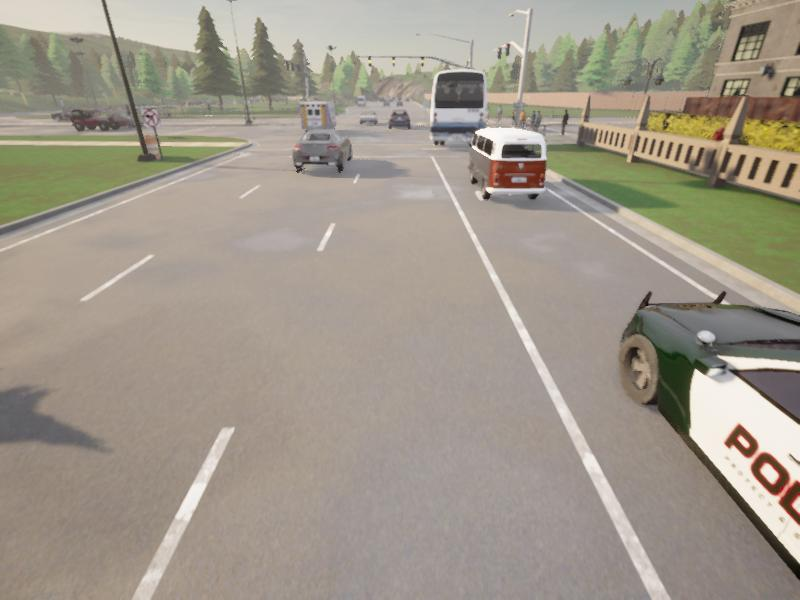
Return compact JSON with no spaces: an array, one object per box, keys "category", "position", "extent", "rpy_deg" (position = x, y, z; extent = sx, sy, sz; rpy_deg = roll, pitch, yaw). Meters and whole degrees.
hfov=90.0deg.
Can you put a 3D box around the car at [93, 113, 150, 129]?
[{"category":"car","position":[-28.422,-18.345,40.916],"extent":[4.181,1.385,1.994],"rpy_deg":[0,27,1]}]

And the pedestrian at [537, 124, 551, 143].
[{"category":"pedestrian","position":[9.324,-10.815,25.977],"extent":[0.500,1.100,0.500],"rpy_deg":[-6,28,-12]}]

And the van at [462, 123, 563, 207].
[{"category":"van","position":[3.491,-4.722,13.533],"extent":[2.069,2.038,4.480],"rpy_deg":[0,27,0]}]

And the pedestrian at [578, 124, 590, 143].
[{"category":"pedestrian","position":[11.938,-10.820,25.971],"extent":[0.500,1.100,0.500],"rpy_deg":[11,29,21]}]

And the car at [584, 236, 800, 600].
[{"category":"car","position":[3.503,1.076,2.830],"extent":[2.038,1.542,4.974],"rpy_deg":[0,27,0]}]

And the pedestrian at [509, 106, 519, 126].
[{"category":"pedestrian","position":[11.829,-19.097,41.551],"extent":[0.751,1.860,0.751],"rpy_deg":[2,27,4]}]

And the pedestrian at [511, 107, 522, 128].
[{"category":"pedestrian","position":[11.428,-17.888,39.206],"extent":[0.751,1.860,0.751],"rpy_deg":[2,27,5]}]

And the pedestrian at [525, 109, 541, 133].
[{"category":"pedestrian","position":[11.293,-15.220,34.024],"extent":[0.751,1.860,0.751],"rpy_deg":[-6,28,-11]}]

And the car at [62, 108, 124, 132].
[{"category":"car","position":[-28.816,-16.974,37.687],"extent":[3.866,1.878,1.905],"rpy_deg":[0,27,1]}]

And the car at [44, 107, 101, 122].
[{"category":"car","position":[-41.822,-23.758,51.211],"extent":[5.238,1.638,1.930],"rpy_deg":[0,27,1]}]

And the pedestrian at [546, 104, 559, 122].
[{"category":"pedestrian","position":[17.019,-20.871,44.634],"extent":[0.751,1.860,0.751],"rpy_deg":[-8,28,-14]}]

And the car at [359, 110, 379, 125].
[{"category":"car","position":[-3.531,-20.868,45.752],"extent":[1.895,1.301,4.718],"rpy_deg":[0,27,0]}]

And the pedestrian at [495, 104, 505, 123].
[{"category":"pedestrian","position":[11.010,-20.593,44.129],"extent":[0.751,1.860,0.751],"rpy_deg":[0,27,1]}]

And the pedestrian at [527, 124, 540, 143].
[{"category":"pedestrian","position":[8.729,-10.902,26.149],"extent":[0.500,1.100,0.500],"rpy_deg":[-8,28,-15]}]

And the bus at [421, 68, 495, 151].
[{"category":"bus","position":[3.845,-13.137,27.465],"extent":[3.944,4.253,10.273],"rpy_deg":[3,27,6]}]

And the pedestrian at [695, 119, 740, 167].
[{"category":"pedestrian","position":[13.575,-6.720,17.167],"extent":[0.751,1.860,0.751],"rpy_deg":[0,27,1]}]

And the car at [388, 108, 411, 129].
[{"category":"car","position":[-0.030,-18.614,40.943],"extent":[2.242,1.667,4.611],"rpy_deg":[0,27,0]}]

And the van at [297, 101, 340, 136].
[{"category":"van","position":[-7.022,-16.135,35.342],"extent":[2.351,2.431,6.366],"rpy_deg":[0,27,0]}]

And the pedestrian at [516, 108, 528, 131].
[{"category":"pedestrian","position":[10.942,-16.193,35.916],"extent":[0.751,1.860,0.751],"rpy_deg":[3,27,6]}]

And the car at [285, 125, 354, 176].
[{"category":"car","position":[-3.513,-7.071,18.596],"extent":[2.152,1.651,5.027],"rpy_deg":[0,27,0]}]

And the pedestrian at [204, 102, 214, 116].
[{"category":"pedestrian","position":[-29.262,-29.328,61.331],"extent":[0.751,1.860,0.751],"rpy_deg":[2,27,4]}]

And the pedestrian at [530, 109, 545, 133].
[{"category":"pedestrian","position":[11.798,-15.404,34.402],"extent":[0.751,1.860,0.751],"rpy_deg":[-1,27,-2]}]

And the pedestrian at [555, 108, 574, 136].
[{"category":"pedestrian","position":[12.309,-13.307,29.970],"extent":[0.751,1.860,0.751],"rpy_deg":[-13,30,-23]}]

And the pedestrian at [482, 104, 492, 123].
[{"category":"pedestrian","position":[9.666,-20.706,44.357],"extent":[0.751,1.860,0.751],"rpy_deg":[-1,27,-1]}]
